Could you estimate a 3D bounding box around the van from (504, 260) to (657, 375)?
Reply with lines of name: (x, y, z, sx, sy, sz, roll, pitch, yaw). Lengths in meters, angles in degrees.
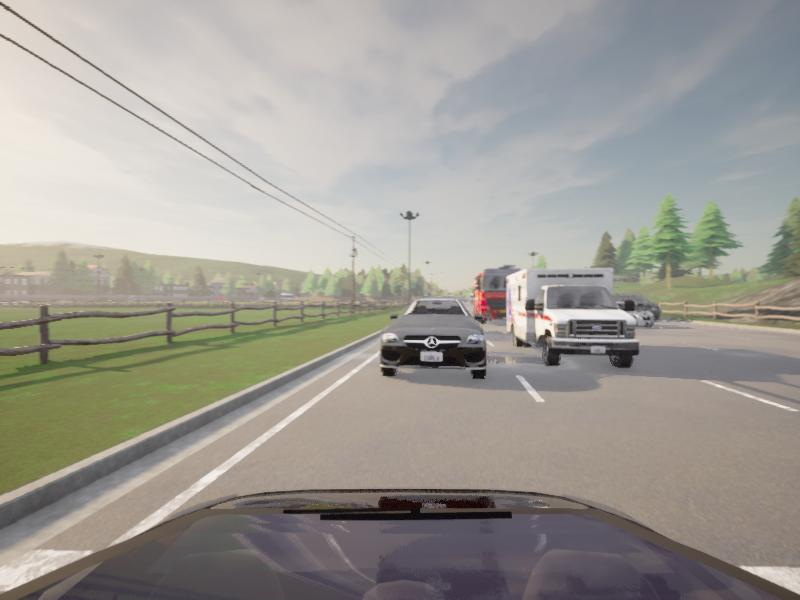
van: (4.686, 0.361, 11.785, 2.351, 2.431, 6.366, 0, 0, 7)

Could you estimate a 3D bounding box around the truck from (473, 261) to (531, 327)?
truck: (6.782, -0.368, 27.799, 2.891, 3.827, 8.468, 0, 0, 7)

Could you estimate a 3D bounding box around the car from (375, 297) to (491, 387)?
car: (0.918, 0.760, 9.941, 2.152, 1.651, 5.027, 0, 0, 7)

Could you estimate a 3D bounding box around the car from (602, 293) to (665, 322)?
car: (17.771, 0.535, 30.820, 2.150, 2.045, 5.566, 0, 0, 7)

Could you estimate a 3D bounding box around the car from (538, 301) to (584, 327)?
car: (9.943, 0.791, 24.971, 1.845, 1.501, 3.633, 0, 0, 7)

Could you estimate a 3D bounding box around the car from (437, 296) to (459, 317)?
car: (4.465, 0.587, 37.036, 1.932, 1.855, 4.605, 0, -1, 8)

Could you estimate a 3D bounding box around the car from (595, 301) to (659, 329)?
car: (13.310, 0.827, 23.733, 1.970, 1.475, 3.806, 0, 0, 7)

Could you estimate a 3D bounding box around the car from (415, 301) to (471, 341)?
car: (1.955, 0.816, 17.870, 2.163, 1.488, 4.792, 0, 0, 7)
